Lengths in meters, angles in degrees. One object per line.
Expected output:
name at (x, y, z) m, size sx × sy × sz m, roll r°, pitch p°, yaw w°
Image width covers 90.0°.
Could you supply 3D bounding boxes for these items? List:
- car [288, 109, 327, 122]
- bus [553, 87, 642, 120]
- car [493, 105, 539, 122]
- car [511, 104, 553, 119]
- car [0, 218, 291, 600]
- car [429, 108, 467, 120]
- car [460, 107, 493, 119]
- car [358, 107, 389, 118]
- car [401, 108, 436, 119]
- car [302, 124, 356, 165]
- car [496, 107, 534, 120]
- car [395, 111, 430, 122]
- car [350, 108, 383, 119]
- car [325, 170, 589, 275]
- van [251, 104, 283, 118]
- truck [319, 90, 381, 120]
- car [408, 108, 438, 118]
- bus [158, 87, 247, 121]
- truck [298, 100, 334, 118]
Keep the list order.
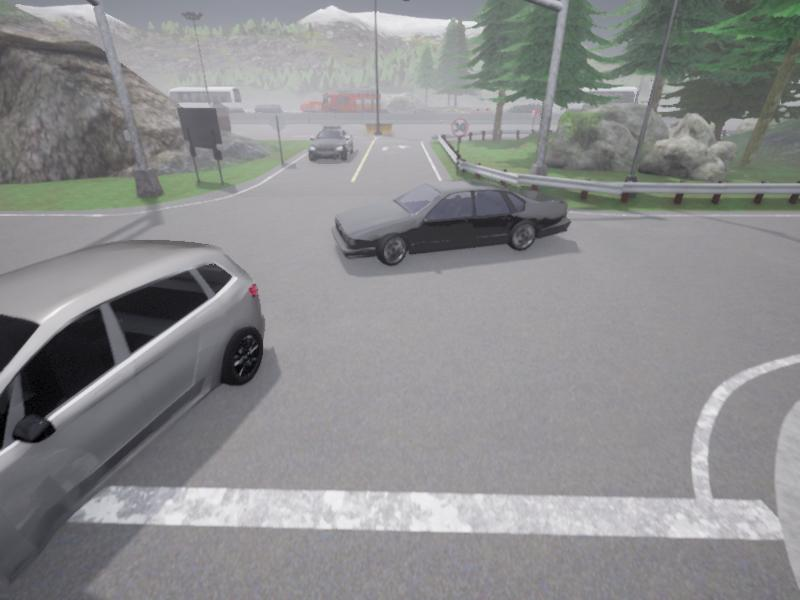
car at (-12.821, -25.709, 55.669) m, size 4.892 × 1.490 × 1.837 m, roll 0°, pitch 27°, yaw 0°
bus at (28.347, -28.509, 58.091) m, size 10.273 × 4.253 × 3.944 m, roll 0°, pitch 27°, yaw 0°
car at (16.075, -25.973, 55.575) m, size 5.566 × 2.045 × 2.150 m, roll 0°, pitch 27°, yaw 0°
car at (20.288, -29.165, 61.812) m, size 5.566 × 2.045 × 2.150 m, roll 0°, pitch 27°, yaw 0°
car at (-3.224, 0.710, 3.547) m, size 2.242 × 1.667 × 4.611 m, roll 7°, pitch 26°, yaw 14°
car at (6.987, -27.357, 58.786) m, size 5.366 × 1.575 × 1.801 m, roll 0°, pitch 27°, yaw 0°
car at (11.831, -28.935, 61.917) m, size 4.611 × 1.667 × 2.242 m, roll 0°, pitch 27°, yaw 0°
car at (-4.330, -30.504, 65.022) m, size 4.892 × 1.490 × 1.837 m, roll 0°, pitch 27°, yaw 0°
car at (2.847, -28.873, 61.938) m, size 5.357 × 1.411 × 2.033 m, roll 0°, pitch 27°, yaw 0°
car at (-3.667, -8.483, 21.542) m, size 2.038 × 1.542 × 4.974 m, roll 0°, pitch 28°, yaw 0°
car at (16.877, -27.393, 58.782) m, size 4.856 × 1.649 × 2.033 m, roll 0°, pitch 27°, yaw 0°
car at (1.704, -25.631, 55.730) m, size 4.718 × 1.301 × 1.895 m, roll 0°, pitch 27°, yaw 0°
car at (-5.105, -28.882, 61.919) m, size 4.902 × 1.511 × 2.128 m, roll 0°, pitch 27°, yaw 0°
car at (1.187, -1.916, 9.036) m, size 5.357 × 1.411 × 2.033 m, roll -8°, pitch 28°, yaw -15°
van at (-21.488, -30.708, 64.892) m, size 4.442 × 1.987 × 1.775 m, roll 0°, pitch 27°, yaw 0°
truck at (-7.062, -28.349, 58.264) m, size 8.468 × 3.827 × 2.891 m, roll 0°, pitch 27°, yaw 0°
car at (3.637, -30.422, 65.076) m, size 4.718 × 1.301 × 1.895 m, roll 0°, pitch 27°, yaw 0°
bus at (-28.380, -28.470, 58.029) m, size 10.273 × 4.253 × 3.944 m, roll 0°, pitch 27°, yaw 0°
truck at (-13.498, -30.930, 64.791) m, size 5.204 × 2.467 × 2.627 m, roll 0°, pitch 27°, yaw 0°
